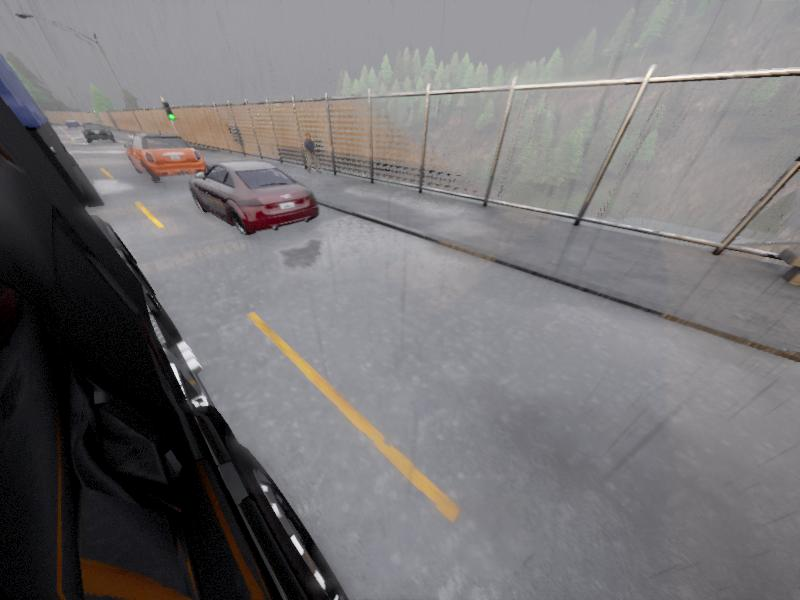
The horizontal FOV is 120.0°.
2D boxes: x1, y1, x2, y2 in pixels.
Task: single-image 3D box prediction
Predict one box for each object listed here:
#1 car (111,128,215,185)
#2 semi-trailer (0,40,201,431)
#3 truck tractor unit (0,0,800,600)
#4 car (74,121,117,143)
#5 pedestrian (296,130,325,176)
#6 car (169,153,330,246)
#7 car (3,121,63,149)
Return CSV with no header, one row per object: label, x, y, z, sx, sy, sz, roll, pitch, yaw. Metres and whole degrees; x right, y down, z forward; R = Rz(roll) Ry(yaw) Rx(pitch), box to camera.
car,-10.904,-6.718,10.630,4.553,1.767,2.097,28,43,30
semi-trailer,-8.705,-3.573,4.262,14.254,4.402,2.717,28,43,30
truck tractor unit,-2.645,-0.295,0.351,6.516,4.208,3.053,28,44,30
car,-32.786,-18.143,24.916,4.553,1.767,2.097,30,44,32
pedestrian,-4.458,-7.358,11.600,0.751,1.860,0.751,26,42,29
car,-4.151,-3.025,6.355,4.181,1.385,1.994,28,43,30
car,-30.533,-13.873,19.368,5.238,1.638,1.930,27,43,30
